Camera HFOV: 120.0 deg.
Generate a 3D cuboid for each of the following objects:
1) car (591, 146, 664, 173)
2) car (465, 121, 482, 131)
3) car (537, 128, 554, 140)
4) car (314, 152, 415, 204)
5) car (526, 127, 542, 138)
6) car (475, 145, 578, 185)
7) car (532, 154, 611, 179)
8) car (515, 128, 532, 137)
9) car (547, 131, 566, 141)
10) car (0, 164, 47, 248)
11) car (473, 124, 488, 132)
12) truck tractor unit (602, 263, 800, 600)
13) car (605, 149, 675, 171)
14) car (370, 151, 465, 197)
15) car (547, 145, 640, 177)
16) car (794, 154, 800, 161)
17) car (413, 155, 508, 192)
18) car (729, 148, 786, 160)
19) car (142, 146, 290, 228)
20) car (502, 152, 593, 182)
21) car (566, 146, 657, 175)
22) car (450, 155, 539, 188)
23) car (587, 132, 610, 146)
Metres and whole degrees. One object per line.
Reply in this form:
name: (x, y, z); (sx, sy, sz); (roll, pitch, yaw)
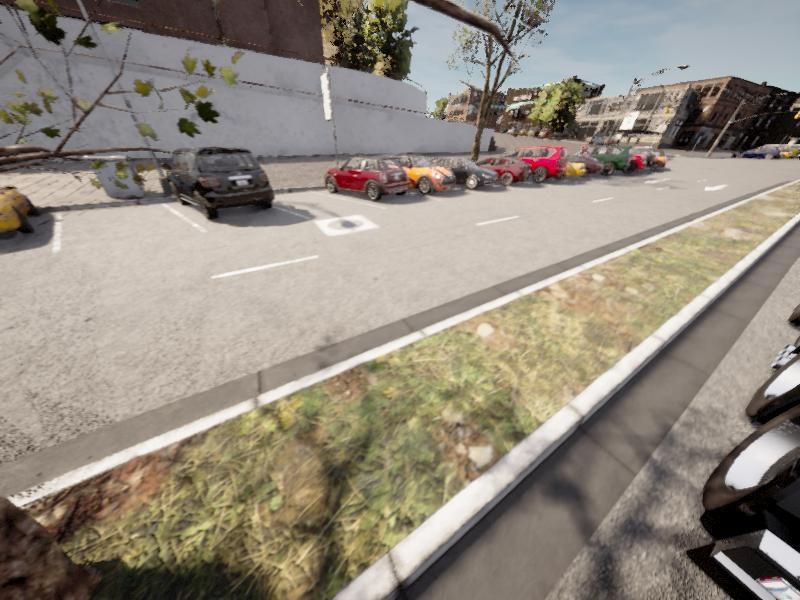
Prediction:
car: (21.768, -13.665, 22.348); (4.442, 1.987, 1.878); (26, 41, 33)
car: (22.614, -53.334, 70.811); (2.435, 2.045, 5.566); (31, 44, 27)
car: (34.468, -39.483, 54.870); (1.878, 1.987, 4.442); (31, 44, 28)
car: (-1.759, -6.131, 11.278); (4.553, 1.767, 2.185); (25, 42, 32)
car: (32.987, -41.213, 56.866); (1.878, 1.987, 4.442); (31, 44, 28)
car: (8.596, -9.599, 16.216); (5.566, 2.045, 2.435); (25, 42, 32)
car: (13.829, -11.008, 18.848); (4.674, 1.452, 2.002); (25, 42, 32)
car: (31.682, -42.896, 59.191); (1.946, 1.575, 5.366); (31, 44, 28)
car: (35.989, -37.627, 53.090); (2.231, 1.521, 4.892); (31, 44, 28)
car: (-12.324, -2.736, 6.506); (5.366, 1.575, 1.946); (25, 42, 32)
car: (24.236, -51.512, 69.122); (1.946, 1.575, 5.366); (30, 44, 28)
truck tractor unit: (5.115, -0.295, 0.788); (6.516, 4.208, 3.053); (-18, 39, -24)
car: (24.333, -14.421, 23.662); (4.553, 1.767, 2.185); (26, 42, 33)
car: (0.796, -6.995, 12.559); (4.553, 1.767, 2.185); (25, 41, 32)
car: (16.416, -12.090, 19.943); (5.566, 2.045, 2.435); (25, 42, 32)
car: (63.928, -22.299, 35.476); (4.902, 1.511, 2.128); (-14, 37, -20)
car: (3.416, -7.717, 13.861); (4.892, 1.521, 2.231); (25, 41, 32)
car: (58.162, -23.937, 37.773); (2.163, 1.488, 4.792); (-29, 44, -36)
car: (-7.008, -4.573, 8.755); (5.566, 2.045, 2.435); (25, 42, 32)
car: (11.078, -10.282, 17.684); (5.366, 1.575, 1.946); (25, 42, 32)
car: (19.081, -12.898, 21.154); (5.566, 2.045, 2.435); (25, 41, 32)
car: (5.992, -8.533, 15.128); (4.792, 1.488, 2.163); (25, 42, 32)
car: (40.461, -32.659, 46.979); (2.435, 2.045, 5.566); (31, 44, 28)
